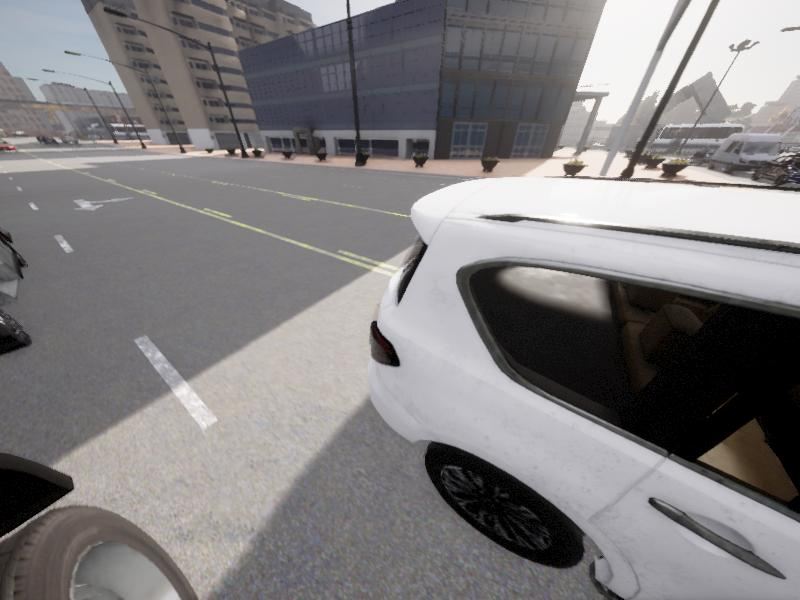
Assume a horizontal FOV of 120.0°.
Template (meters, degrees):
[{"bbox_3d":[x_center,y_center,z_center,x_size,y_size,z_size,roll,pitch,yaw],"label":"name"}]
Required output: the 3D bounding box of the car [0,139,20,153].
[{"bbox_3d":[-67.251,-26.104,39.086,4.611,1.667,2.242,23,41,26],"label":"car"}]

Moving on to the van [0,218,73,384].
[{"bbox_3d":[-7.458,-0.770,2.900,6.366,2.431,2.351,21,40,27],"label":"van"}]

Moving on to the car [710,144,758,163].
[{"bbox_3d":[39.545,-17.464,27.508,1.930,1.638,5.238,26,43,31],"label":"car"}]

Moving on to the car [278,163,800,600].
[{"bbox_3d":[2.381,0.747,1.090,5.566,2.045,2.150,20,40,27],"label":"car"}]

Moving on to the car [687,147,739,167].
[{"bbox_3d":[30.895,-14.278,22.989,1.845,1.501,3.633,21,40,26],"label":"car"}]

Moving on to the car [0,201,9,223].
[{"bbox_3d":[-15.502,-3.454,7.561,4.902,1.511,2.128,21,40,27],"label":"car"}]

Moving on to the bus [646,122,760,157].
[{"bbox_3d":[49.273,-26.780,38.505,10.273,4.253,3.944,24,42,29],"label":"bus"}]

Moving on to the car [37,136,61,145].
[{"bbox_3d":[-79.568,-36.166,52.373,4.902,1.511,2.128,22,41,26],"label":"car"}]

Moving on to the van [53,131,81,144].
[{"bbox_3d":[-81.467,-39.826,56.503,6.366,2.431,2.351,22,41,26],"label":"van"}]

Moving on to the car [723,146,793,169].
[{"bbox_3d":[35.233,-14.280,22.967,1.930,1.638,5.238,22,41,27],"label":"car"}]

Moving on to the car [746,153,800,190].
[{"bbox_3d":[22.986,-7.496,13.380,1.816,1.474,4.193,22,41,27],"label":"car"}]

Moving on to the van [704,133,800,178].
[{"bbox_3d":[27.197,-11.484,18.133,1.988,2.561,5.915,22,41,27],"label":"van"}]

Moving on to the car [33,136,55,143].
[{"bbox_3d":[-86.475,-38.979,56.045,5.357,1.411,2.033,22,41,26],"label":"car"}]
